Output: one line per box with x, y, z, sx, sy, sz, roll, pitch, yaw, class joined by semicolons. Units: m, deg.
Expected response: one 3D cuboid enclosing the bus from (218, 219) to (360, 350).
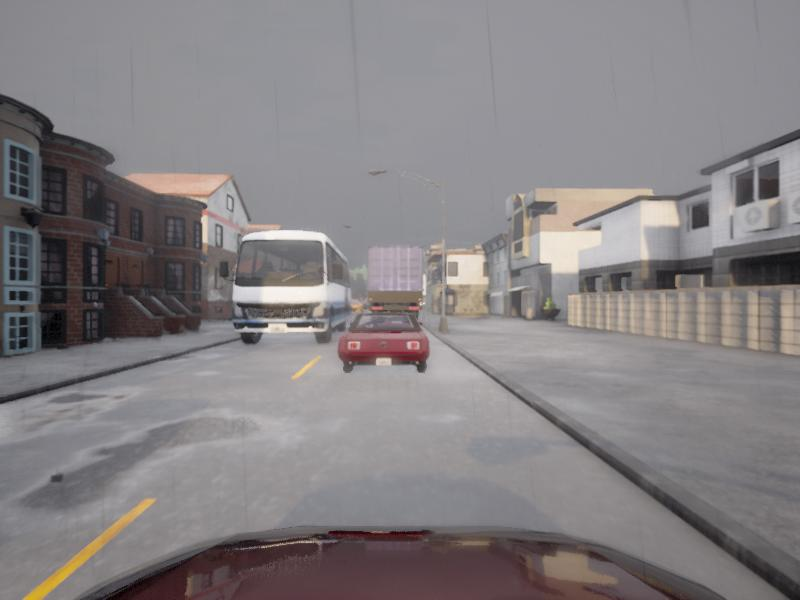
-4.124;-0.511;18.191;3.944;4.253;10.273;0;0;-2;bus

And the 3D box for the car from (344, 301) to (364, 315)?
-5.361;0.886;47.081;1.882;1.535;5.008;0;0;-1;car

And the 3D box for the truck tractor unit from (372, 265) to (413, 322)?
-0.666;-0.470;32.939;3.053;4.208;6.516;0;0;-2;truck tractor unit

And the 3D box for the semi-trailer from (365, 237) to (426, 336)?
-0.416;-0.583;25.030;2.717;4.402;14.254;0;0;-2;semi-trailer

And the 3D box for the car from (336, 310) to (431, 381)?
-0.345;0.958;10.284;1.895;1.301;4.718;0;0;-1;car
